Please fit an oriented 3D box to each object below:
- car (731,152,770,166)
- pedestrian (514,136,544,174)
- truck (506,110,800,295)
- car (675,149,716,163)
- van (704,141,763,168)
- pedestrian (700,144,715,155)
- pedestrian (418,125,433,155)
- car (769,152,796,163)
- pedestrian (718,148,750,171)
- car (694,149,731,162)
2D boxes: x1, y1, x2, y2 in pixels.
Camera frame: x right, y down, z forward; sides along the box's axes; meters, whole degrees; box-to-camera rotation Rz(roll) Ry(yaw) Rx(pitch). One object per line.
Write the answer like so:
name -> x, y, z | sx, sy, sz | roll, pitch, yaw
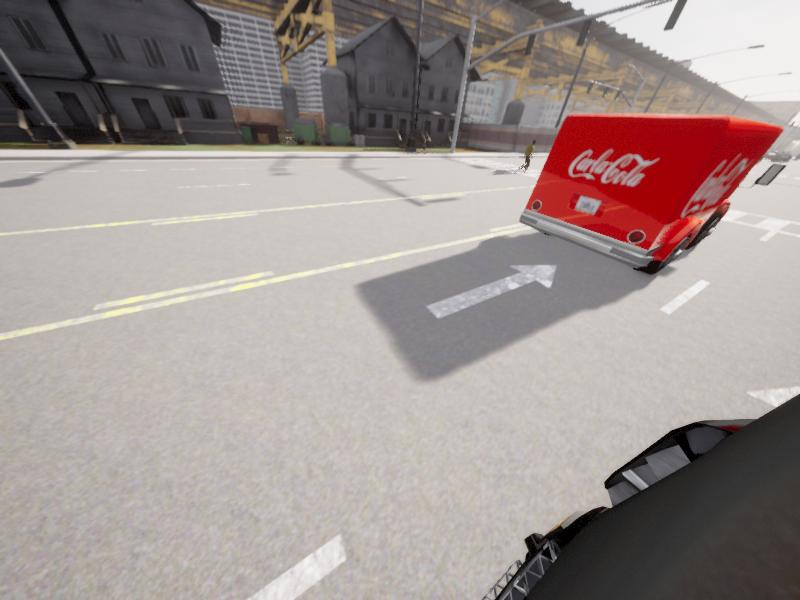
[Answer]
car -> 51.902, -20.915, 34.194 | 5.357, 1.411, 2.033 | -17, 42, -25
pedestrian -> 7.752, -8.714, 13.939 | 0.751, 1.860, 0.751 | -22, 45, -30
truck -> 5.628, -2.466, 5.195 | 5.204, 2.467, 2.627 | -16, 42, -24
car -> 41.361, -20.188, 32.289 | 5.357, 1.411, 2.033 | -17, 42, -25
van -> 41.806, -18.264, 28.992 | 6.366, 2.431, 2.351 | -17, 42, -25
pedestrian -> 64.139, -31.364, 48.171 | 0.751, 1.860, 0.751 | -12, 40, -20
pedestrian -> 1.952, -12.464, 18.013 | 0.751, 1.860, 0.751 | -3, 38, -9
car -> 75.341, -28.031, 45.472 | 4.892, 1.490, 1.837 | -16, 42, -25
pedestrian -> 34.415, -14.470, 23.829 | 0.751, 1.860, 0.751 | -2, 38, -8
car -> 47.923, -22.171, 35.457 | 5.357, 1.411, 2.033 | -17, 42, -25
